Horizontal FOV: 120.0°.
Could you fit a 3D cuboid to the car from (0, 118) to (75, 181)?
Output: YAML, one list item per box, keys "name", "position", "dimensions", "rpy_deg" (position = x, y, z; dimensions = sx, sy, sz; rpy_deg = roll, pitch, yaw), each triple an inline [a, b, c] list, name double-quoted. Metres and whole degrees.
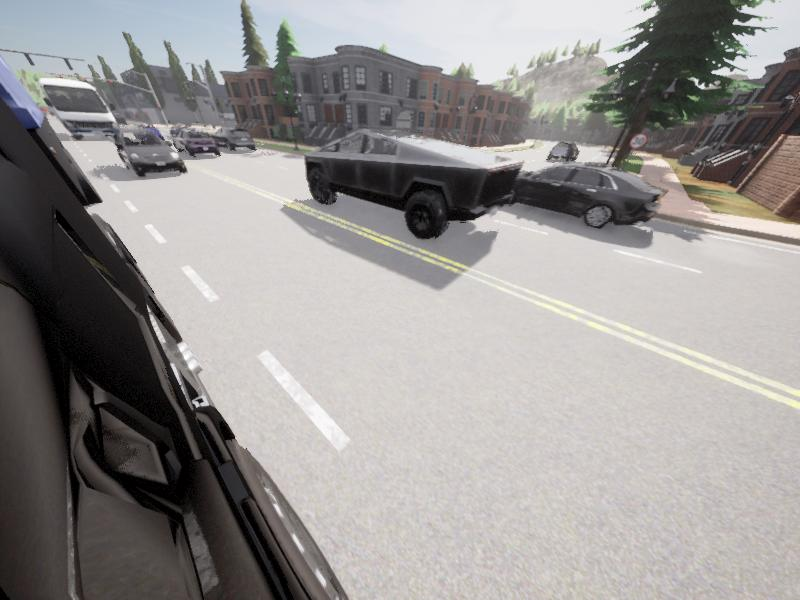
- name: "car"
  position: [-15.909, -6.407, 9.628]
  dimensions: [4.605, 1.855, 1.932]
  rpy_deg: [27, 43, 30]

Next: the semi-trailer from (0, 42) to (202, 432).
- name: "semi-trailer"
  position: [-8.697, -3.619, 4.210]
  dimensions: [14.254, 4.402, 2.717]
  rpy_deg: [28, 44, 30]

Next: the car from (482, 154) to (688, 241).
- name: "car"
  position: [5.558, -3.722, 7.738]
  dimensions: [1.837, 1.490, 4.892]
  rpy_deg: [-25, 45, -31]

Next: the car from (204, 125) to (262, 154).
- name: "car"
  position: [-14.084, -13.609, 19.458]
  dimensions: [4.856, 1.649, 2.033]
  rpy_deg: [29, 44, 29]

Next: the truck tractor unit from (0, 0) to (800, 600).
- name: "truck tractor unit"
  position: [-2.645, -0.295, 0.352]
  dimensions: [6.516, 4.208, 3.053]
  rpy_deg: [28, 44, 30]

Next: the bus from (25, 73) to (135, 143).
- name: "bus"
  position: [-30.399, -18.056, 22.086]
  dimensions: [10.273, 4.253, 3.944]
  rpy_deg: [29, 44, 29]

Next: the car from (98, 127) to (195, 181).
- name: "car"
  position: [-11.443, -6.683, 10.441]
  dimensions: [3.988, 1.617, 1.851]
  rpy_deg: [28, 44, 30]

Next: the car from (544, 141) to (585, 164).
- name: "car"
  position: [16.494, -14.858, 23.105]
  dimensions: [2.033, 1.649, 4.856]
  rpy_deg: [30, 45, 31]

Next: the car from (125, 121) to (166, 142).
- name: "car"
  position: [-25.879, -17.138, 23.483]
  dimensions: [4.193, 1.474, 1.816]
  rpy_deg: [28, 44, 30]

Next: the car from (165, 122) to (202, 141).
- name: "car"
  position: [-24.764, -19.286, 26.415]
  dimensions: [4.193, 1.474, 1.816]
  rpy_deg: [28, 44, 30]

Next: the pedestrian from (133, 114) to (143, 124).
- name: "pedestrian"
  position: [-64.210, -44.380, 56.518]
  dimensions: [0.751, 1.860, 0.751]
  rpy_deg: [26, 43, 27]

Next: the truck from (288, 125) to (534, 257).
- name: "truck"
  position: [-0.182, -3.582, 6.664]
  dimensions: [6.274, 2.098, 2.390]
  rpy_deg: [28, 44, 30]

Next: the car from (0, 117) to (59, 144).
- name: "car"
  position: [-28.981, -13.333, 18.171]
  dimensions: [3.633, 1.501, 1.845]
  rpy_deg: [28, 44, 30]

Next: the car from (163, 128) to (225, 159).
- name: "car"
  position: [-14.198, -10.858, 15.918]
  dimensions: [4.193, 1.474, 1.816]
  rpy_deg: [28, 44, 30]
